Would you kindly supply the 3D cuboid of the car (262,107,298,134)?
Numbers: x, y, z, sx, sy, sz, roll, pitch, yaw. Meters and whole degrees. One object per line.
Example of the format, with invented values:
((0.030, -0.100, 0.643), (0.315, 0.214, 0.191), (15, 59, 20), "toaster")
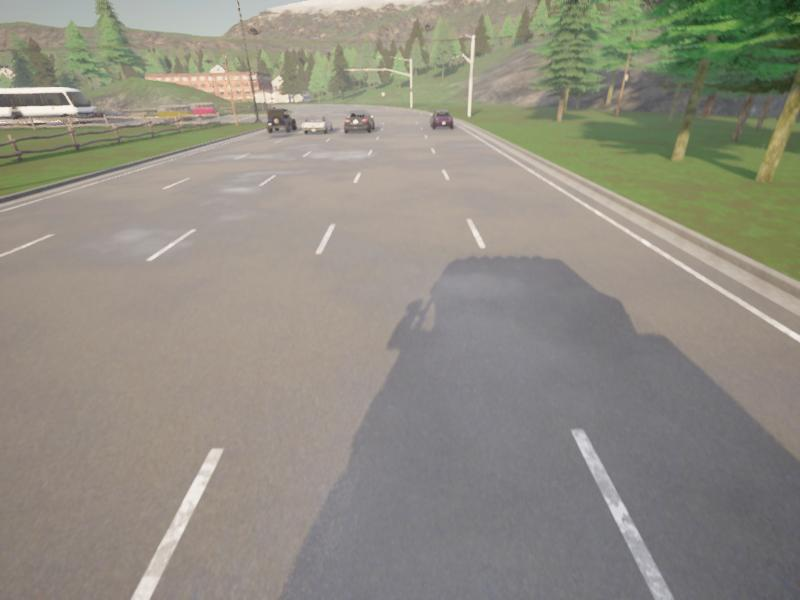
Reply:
((-10.390, -15.716, 34.960), (1.905, 1.878, 3.866), (-1, 28, 0), "car")

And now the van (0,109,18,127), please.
((-53.336, -23.749, 52.177), (4.480, 2.038, 2.069), (-1, 28, 0), "van")

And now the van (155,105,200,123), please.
((-28.897, -24.279, 52.081), (4.442, 1.987, 1.775), (-1, 28, 0), "van")

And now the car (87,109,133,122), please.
((-42.258, -26.998, 58.459), (4.792, 1.488, 2.163), (-1, 28, 0), "car")

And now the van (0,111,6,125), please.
((-58.770, -25.491, 55.170), (5.915, 2.561, 1.988), (-1, 28, 0), "van")

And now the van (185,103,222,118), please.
((-30.083, -29.122, 61.389), (4.442, 1.987, 1.775), (-1, 28, 0), "van")

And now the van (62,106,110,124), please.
((-43.274, -25.599, 55.234), (4.480, 2.038, 2.069), (-1, 28, 0), "van")

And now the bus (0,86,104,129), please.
((-43.102, -23.398, 48.622), (10.273, 4.253, 3.944), (-1, 28, 0), "bus")

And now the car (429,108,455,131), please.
((3.602, -15.784, 34.878), (1.816, 1.474, 4.193), (-1, 28, 0), "car")

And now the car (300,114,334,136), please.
((-6.866, -14.784, 33.656), (1.895, 1.301, 4.718), (-1, 28, 1), "car")

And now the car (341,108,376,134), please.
((-3.388, -15.085, 33.662), (2.242, 1.667, 4.611), (0, 28, 3), "car")

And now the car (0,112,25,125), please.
((-58.689, -26.568, 58.563), (5.027, 1.651, 2.152), (-1, 28, 0), "car")
